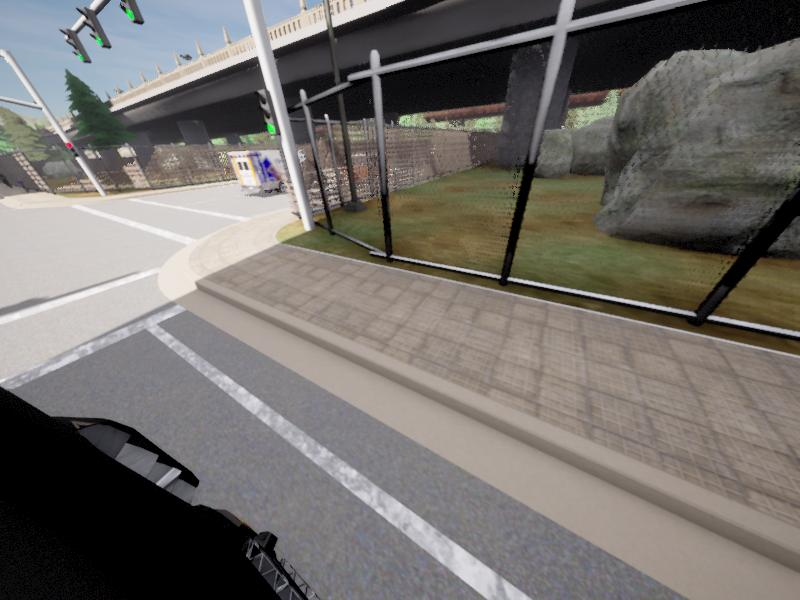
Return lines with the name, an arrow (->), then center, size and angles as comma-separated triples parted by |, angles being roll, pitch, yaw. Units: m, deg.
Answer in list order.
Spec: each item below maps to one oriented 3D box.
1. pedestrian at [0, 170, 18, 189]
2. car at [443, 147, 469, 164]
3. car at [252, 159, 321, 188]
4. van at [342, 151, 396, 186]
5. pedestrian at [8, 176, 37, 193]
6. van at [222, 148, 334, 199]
pedestrian -> -45.530, -13.863, 26.550 | 0.751, 1.860, 0.751 | 16, 38, 26
car -> 8.127, -20.864, 33.311 | 2.097, 1.767, 4.553 | 16, 38, 26
car -> -9.563, -11.005, 19.945 | 2.242, 1.667, 4.611 | 15, 38, 26
van -> -2.310, -10.594, 18.463 | 1.775, 1.987, 4.442 | 16, 38, 26
pedestrian -> -34.615, -10.567, 21.207 | 0.751, 1.300, 0.751 | 13, 37, 23
van -> -7.951, -9.050, 16.180 | 2.351, 2.431, 6.366 | 16, 38, 26
